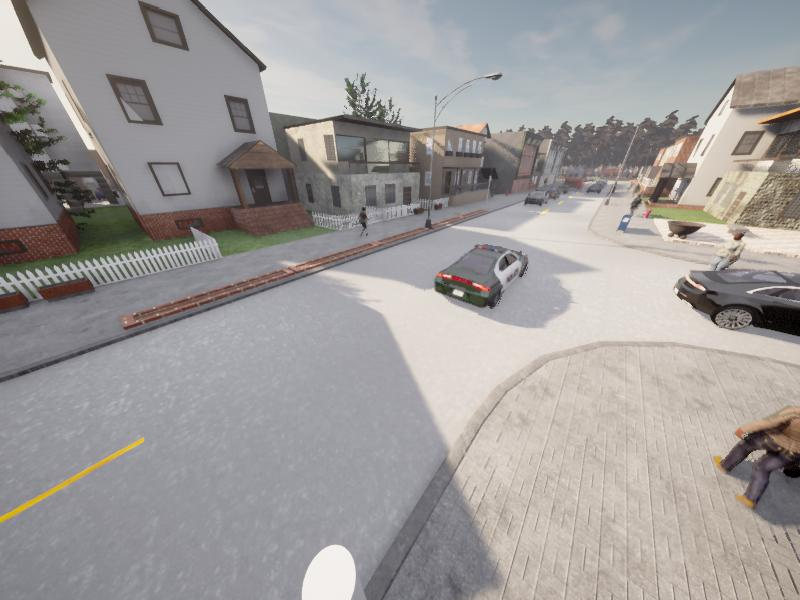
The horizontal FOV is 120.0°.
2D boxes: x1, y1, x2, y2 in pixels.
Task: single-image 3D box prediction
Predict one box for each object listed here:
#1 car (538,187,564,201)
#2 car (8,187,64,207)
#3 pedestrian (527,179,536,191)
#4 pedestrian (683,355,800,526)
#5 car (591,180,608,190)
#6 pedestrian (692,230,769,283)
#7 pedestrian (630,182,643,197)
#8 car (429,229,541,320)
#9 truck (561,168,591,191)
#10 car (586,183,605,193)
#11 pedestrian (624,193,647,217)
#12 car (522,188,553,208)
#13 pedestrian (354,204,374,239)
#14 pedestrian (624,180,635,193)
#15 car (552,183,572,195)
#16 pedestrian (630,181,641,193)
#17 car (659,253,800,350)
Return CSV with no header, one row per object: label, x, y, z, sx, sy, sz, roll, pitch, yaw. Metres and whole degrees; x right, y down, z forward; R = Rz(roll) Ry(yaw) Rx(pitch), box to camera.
car,21.579,-15.203,32.970,1.994,1.385,4.181,23,37,34
car,-43.673,-12.532,27.911,2.242,1.667,4.611,-23,37,-34
pedestrian,23.886,-20.872,42.041,0.751,1.860,0.751,25,38,36
pedestrian,4.702,1.746,2.866,0.751,1.860,0.751,22,37,33
car,41.990,-24.236,48.589,2.033,1.411,5.357,23,37,34
pedestrian,12.794,-1.700,9.042,0.751,1.860,0.751,7,31,12
pedestrian,34.810,-16.250,34.034,0.751,1.860,0.751,26,39,37
car,3.398,-1.326,8.770,2.038,1.542,4.974,23,37,34
truck,35.962,-24.820,47.167,2.891,3.827,8.468,23,37,34
car,35.181,-20.172,41.577,1.994,1.385,4.181,23,37,34
pedestrian,20.895,-8.457,20.520,0.751,1.860,0.751,19,35,30
car,16.653,-12.450,27.928,1.930,1.638,5.238,22,37,33
pedestrian,-2.221,-4.844,14.278,0.751,1.860,0.751,22,37,33
pedestrian,38.851,-19.175,39.100,0.751,1.860,0.751,25,38,36
car,27.185,-18.609,38.680,1.789,1.549,3.705,23,37,34
pedestrian,39.224,-18.829,38.501,0.751,1.860,0.751,23,37,34
car,10.870,0.225,6.104,4.902,1.511,2.128,20,36,31
